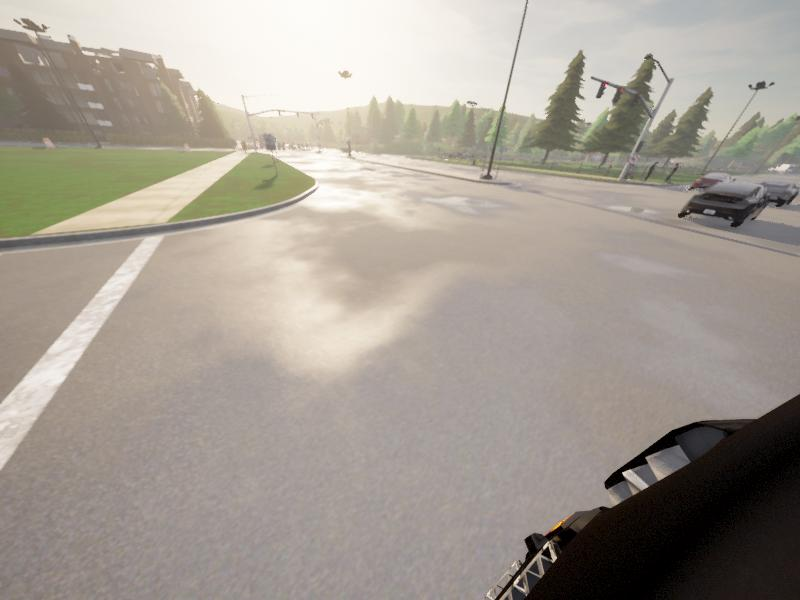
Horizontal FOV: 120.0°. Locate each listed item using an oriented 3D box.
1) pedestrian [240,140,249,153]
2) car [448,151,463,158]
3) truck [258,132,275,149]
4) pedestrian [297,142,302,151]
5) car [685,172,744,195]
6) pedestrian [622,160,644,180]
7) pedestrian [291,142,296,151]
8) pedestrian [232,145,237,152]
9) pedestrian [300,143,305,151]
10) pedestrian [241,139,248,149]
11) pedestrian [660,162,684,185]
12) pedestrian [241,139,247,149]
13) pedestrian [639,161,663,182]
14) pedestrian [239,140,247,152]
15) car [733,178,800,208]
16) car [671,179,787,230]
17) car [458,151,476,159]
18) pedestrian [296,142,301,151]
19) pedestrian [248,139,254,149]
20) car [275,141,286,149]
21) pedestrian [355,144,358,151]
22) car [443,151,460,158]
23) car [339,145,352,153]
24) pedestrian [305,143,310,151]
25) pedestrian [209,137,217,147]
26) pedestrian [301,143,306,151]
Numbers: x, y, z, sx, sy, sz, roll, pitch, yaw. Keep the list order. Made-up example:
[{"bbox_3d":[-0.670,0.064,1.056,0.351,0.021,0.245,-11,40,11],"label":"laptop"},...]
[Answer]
[{"bbox_3d":[-28.249,-27.964,42.085,0.751,1.860,0.751,-9,35,-17],"label":"pedestrian"},{"bbox_3d":[16.871,-44.198,70.249,3.988,1.617,1.851,-16,38,-26],"label":"car"},{"bbox_3d":[-39.303,-46.911,67.979,2.891,3.827,8.468,-16,38,-26],"label":"truck"},{"bbox_3d":[-27.227,-41.589,62.631,0.751,1.860,0.751,-16,38,-26],"label":"pedestrian"},{"bbox_3d":[27.344,-10.221,20.078,4.674,1.442,1.812,-16,38,-26],"label":"car"},{"bbox_3d":[24.905,-13.918,24.752,0.751,1.860,0.751,-15,38,-25],"label":"pedestrian"},{"bbox_3d":[-28.654,-41.274,62.049,0.751,1.860,0.751,-14,37,-24],"label":"pedestrian"},{"bbox_3d":[-31.248,-28.651,43.573,0.500,1.100,0.500,-15,37,-24],"label":"pedestrian"},{"bbox_3d":[-26.932,-42.294,63.713,0.751,1.860,0.751,-18,39,-28],"label":"pedestrian"},{"bbox_3d":[-36.336,-36.426,53.906,0.751,1.860,0.751,-13,37,-23],"label":"pedestrian"},{"bbox_3d":[26.632,-12.421,22.634,0.751,1.860,0.751,29,42,33],"label":"pedestrian"},{"bbox_3d":[-36.944,-37.024,54.758,0.751,1.860,0.751,-16,38,-26],"label":"pedestrian"},{"bbox_3d":[25.676,-13.157,23.667,0.751,1.860,0.751,-13,37,-23],"label":"pedestrian"},{"bbox_3d":[-30.703,-30.218,45.285,0.751,1.860,0.751,-18,39,-28],"label":"pedestrian"},{"bbox_3d":[25.035,-7.290,15.567,4.181,1.385,1.994,-16,38,-26],"label":"car"},{"bbox_3d":[14.660,-4.381,10.292,4.892,1.490,1.837,-16,38,-26],"label":"car"},{"bbox_3d":[19.776,-42.830,68.310,4.856,1.649,2.033,-16,38,-26],"label":"car"},{"bbox_3d":[-27.349,-41.209,62.052,0.751,1.860,0.751,-22,41,-32],"label":"pedestrian"},{"bbox_3d":[-36.645,-38.290,56.663,0.751,1.860,0.751,-18,39,-28],"label":"pedestrian"},{"bbox_3d":[-36.151,-46.804,69.822,1.905,1.878,3.866,-16,38,-26],"label":"car"},{"bbox_3d":[-14.643,-51.166,77.681,0.751,1.860,0.751,-14,37,-24],"label":"pedestrian"},{"bbox_3d":[16.298,-46.191,73.373,5.027,1.651,2.152,-16,38,-26],"label":"car"},{"bbox_3d":[-15.712,-43.009,65.883,1.930,1.638,5.238,-16,38,-25],"label":"car"},{"bbox_3d":[-25.437,-41.999,63.393,0.751,1.860,0.751,-21,41,-32],"label":"pedestrian"},{"bbox_3d":[-43.397,-36.605,53.637,0.751,1.860,0.751,-18,39,-28],"label":"pedestrian"},{"bbox_3d":[-26.171,-41.710,62.893,0.751,1.860,0.751,-21,40,-31],"label":"pedestrian"}]
